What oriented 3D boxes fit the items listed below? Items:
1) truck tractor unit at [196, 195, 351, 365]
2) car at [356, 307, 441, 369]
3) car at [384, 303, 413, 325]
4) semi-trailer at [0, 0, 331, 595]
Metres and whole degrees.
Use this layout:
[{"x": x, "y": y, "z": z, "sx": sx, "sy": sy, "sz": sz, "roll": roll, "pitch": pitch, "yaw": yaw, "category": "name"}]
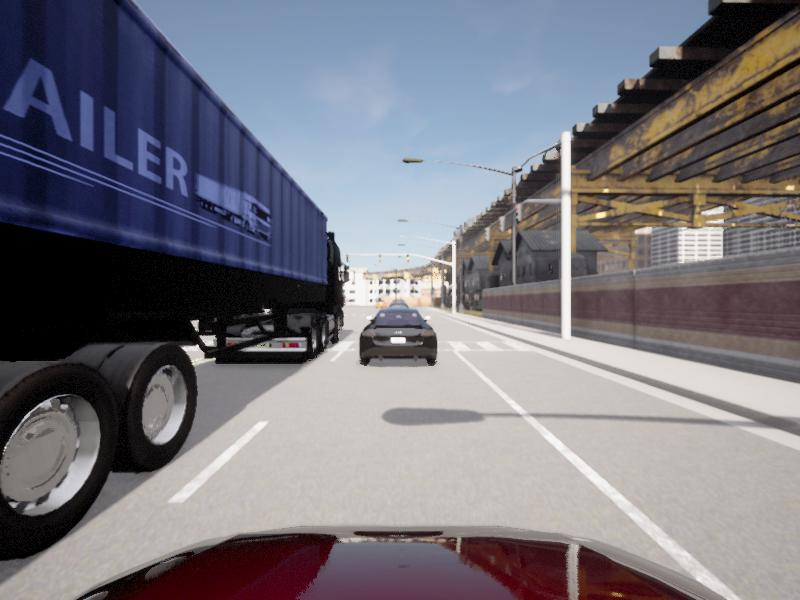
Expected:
[{"x": -3.514, "y": -0.498, "z": 13.135, "sx": 3.053, "sy": 4.208, "sz": 6.516, "roll": 0, "pitch": 0, "yaw": 0, "category": "truck tractor unit"}, {"x": -0.041, "y": 0.923, "z": 11.443, "sx": 1.994, "sy": 1.385, "sz": 4.181, "roll": 0, "pitch": 0, "yaw": 0, "category": "car"}, {"x": -0.099, "y": 0.908, "z": 27.893, "sx": 1.812, "sy": 1.442, "sz": 4.674, "roll": 0, "pitch": 0, "yaw": 0, "category": "car"}, {"x": -3.499, "y": -0.611, "z": 5.222, "sx": 2.717, "sy": 4.402, "sz": 14.254, "roll": 0, "pitch": 0, "yaw": 0, "category": "semi-trailer"}]
